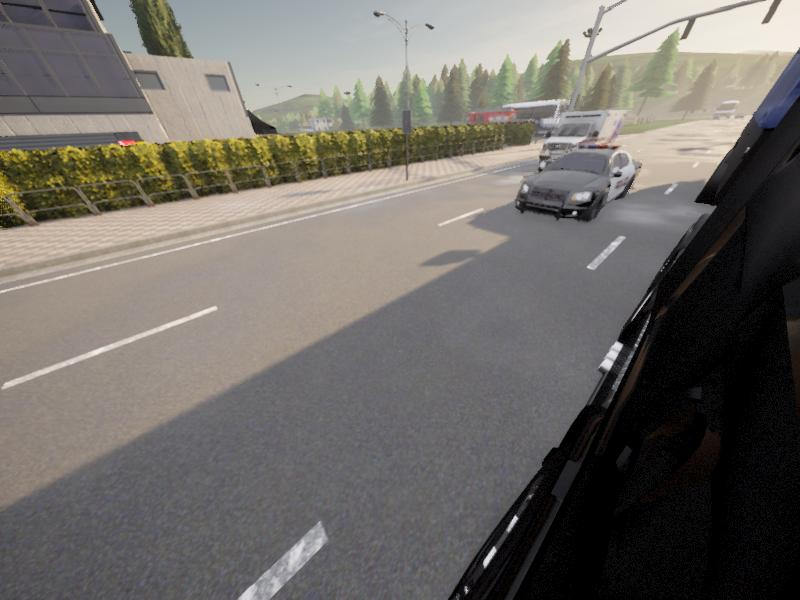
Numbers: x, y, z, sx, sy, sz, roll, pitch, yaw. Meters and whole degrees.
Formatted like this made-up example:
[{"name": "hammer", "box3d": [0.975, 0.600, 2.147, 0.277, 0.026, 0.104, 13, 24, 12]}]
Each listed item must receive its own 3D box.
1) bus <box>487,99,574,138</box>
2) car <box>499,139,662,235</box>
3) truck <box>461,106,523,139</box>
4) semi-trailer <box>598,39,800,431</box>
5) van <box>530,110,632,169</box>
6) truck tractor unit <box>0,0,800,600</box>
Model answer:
[{"name": "bus", "box3d": [19.475, -27.688, 35.623, 3.944, 4.253, 10.273, -28, 44, -29]}, {"name": "car", "box3d": [5.421, -3.650, 6.869, 4.974, 1.542, 2.038, -29, 44, -30]}, {"name": "truck", "box3d": [14.189, -28.031, 36.784, 2.891, 3.827, 8.468, -28, 44, -29]}, {"name": "semi-trailer", "box3d": [8.669, -3.637, 4.239, 14.254, 4.402, 2.717, -29, 44, -30]}, {"name": "van", "box3d": [10.898, -9.748, 13.867, 6.366, 2.431, 2.351, -28, 44, -30]}, {"name": "truck tractor unit", "box3d": [2.645, -0.295, 0.351, 6.516, 4.208, 3.053, -28, 44, -30]}]
